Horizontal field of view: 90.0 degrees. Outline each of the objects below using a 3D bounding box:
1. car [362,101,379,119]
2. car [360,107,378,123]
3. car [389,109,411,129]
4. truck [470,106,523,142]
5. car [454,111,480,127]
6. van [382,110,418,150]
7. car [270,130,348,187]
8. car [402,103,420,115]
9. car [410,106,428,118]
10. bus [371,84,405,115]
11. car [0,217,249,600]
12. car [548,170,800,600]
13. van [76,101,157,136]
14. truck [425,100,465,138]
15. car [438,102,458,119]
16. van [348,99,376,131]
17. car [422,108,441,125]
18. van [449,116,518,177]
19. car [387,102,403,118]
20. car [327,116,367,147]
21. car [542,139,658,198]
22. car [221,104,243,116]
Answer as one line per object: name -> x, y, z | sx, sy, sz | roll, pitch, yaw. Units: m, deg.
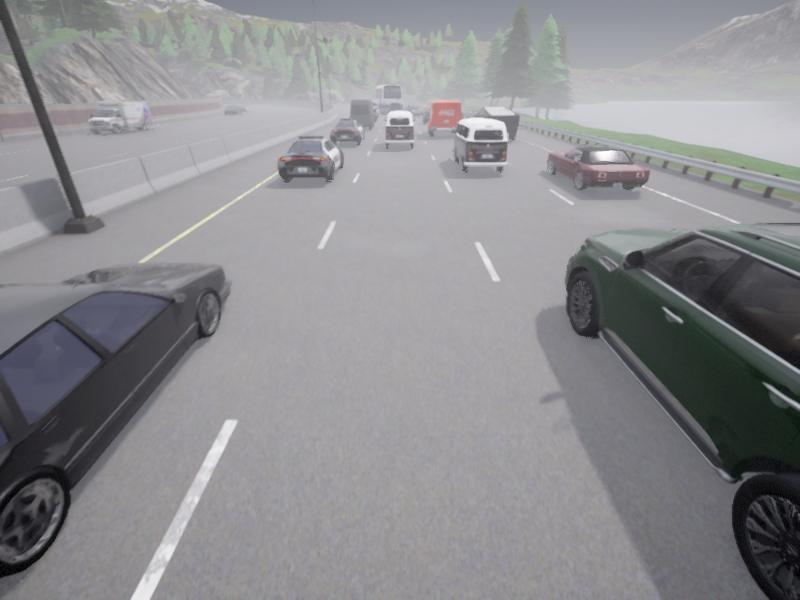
car -> -4.171, -26.798, 56.221 | 2.150, 2.045, 5.566 | -3, 28, -5
car -> -3.674, -22.235, 47.955 | 2.007, 1.525, 4.514 | -1, 27, -1
car -> -0.015, -18.254, 40.238 | 2.128, 1.511, 4.902 | 0, 27, 0
truck -> 6.988, -13.231, 29.815 | 2.390, 2.098, 6.274 | 0, 27, 0
car -> 6.975, -19.053, 41.952 | 1.895, 1.301, 4.718 | 0, 27, 0
van -> -0.011, -10.885, 25.407 | 2.069, 2.038, 4.480 | 0, 27, 0
car -> -3.505, -5.973, 16.494 | 2.038, 1.542, 4.974 | 0, 27, 0
car -> 1.774, -30.942, 64.824 | 2.007, 1.525, 4.514 | -5, 28, -9
car -> 2.688, -27.007, 57.377 | 1.895, 1.301, 4.718 | -3, 27, -5
bus -> -2.100, -32.793, 65.386 | 3.944, 4.253, 10.273 | -5, 28, -9
car -> -3.497, 0.636, 3.859 | 2.033, 1.411, 5.357 | 0, 27, 0
car -> 3.502, 0.360, 3.617 | 2.150, 2.045, 5.566 | 0, 27, 0
van -> -24.520, -16.002, 35.112 | 2.351, 2.431, 6.366 | 0, 27, 0
truck -> 3.486, -14.642, 32.178 | 2.627, 2.467, 5.204 | 0, 27, 0
car -> 6.452, -25.912, 54.596 | 1.932, 1.855, 4.605 | -2, 28, -3
van -> -3.511, -17.685, 38.047 | 1.988, 2.561, 5.915 | 0, 27, 0
car -> 3.439, -20.465, 44.522 | 1.816, 1.474, 4.193 | -1, 27, 0
van -> 3.493, -6.955, 17.775 | 2.069, 2.038, 4.480 | 0, 27, 0
car -> -0.729, -26.702, 56.175 | 1.905, 1.878, 3.866 | -3, 28, -4
car -> -3.510, -11.625, 27.430 | 2.038, 1.542, 4.974 | 0, 27, 0
car -> 6.996, -4.962, 14.696 | 1.895, 1.301, 4.718 | 0, 27, 0
car -> -26.166, -29.694, 62.581 | 1.882, 1.535, 5.008 | -4, 28, -7
